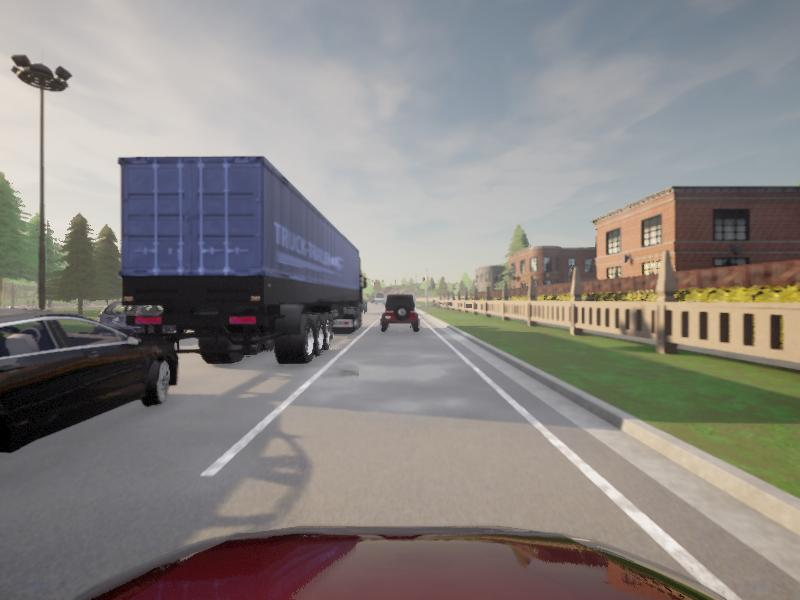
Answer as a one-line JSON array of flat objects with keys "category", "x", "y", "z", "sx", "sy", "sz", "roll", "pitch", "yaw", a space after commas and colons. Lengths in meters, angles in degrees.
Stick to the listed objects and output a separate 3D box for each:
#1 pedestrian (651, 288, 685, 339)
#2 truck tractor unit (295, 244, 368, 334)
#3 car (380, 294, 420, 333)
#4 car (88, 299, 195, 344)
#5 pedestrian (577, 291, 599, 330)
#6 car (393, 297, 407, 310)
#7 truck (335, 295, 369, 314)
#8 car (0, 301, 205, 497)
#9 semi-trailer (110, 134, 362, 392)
[{"category": "pedestrian", "x": 9.892, "y": 0.484, "z": 14.790, "sx": 0.751, "sy": 1.860, "sz": 0.751, "roll": 0, "pitch": 0, "yaw": 0}, {"category": "truck tractor unit", "x": -3.457, "y": -0.521, "z": 21.871, "sx": 3.053, "sy": 4.208, "sz": 6.516, "roll": 0, "pitch": 0, "yaw": -2}, {"category": "car", "x": -0.003, "y": 0.644, "z": 21.289, "sx": 1.905, "sy": 1.878, "sz": 3.866, "roll": 0, "pitch": 0, "yaw": 0}, {"category": "car", "x": -10.499, "y": 0.787, "z": 16.650, "sx": 1.851, "sy": 1.617, "sz": 3.988, "roll": 0, "pitch": 0, "yaw": 0}, {"category": "pedestrian", "x": 9.060, "y": 0.483, "z": 19.286, "sx": 0.751, "sy": 1.860, "sz": 0.751, "roll": 0, "pitch": 0, "yaw": 5}, {"category": "car", "x": -0.010, "y": 0.562, "z": 65.087, "sx": 2.150, "sy": 2.045, "sz": 5.566, "roll": 0, "pitch": 0, "yaw": 0}, {"category": "truck", "x": -5.660, "y": 0.538, "z": 48.205, "sx": 2.390, "sy": 2.098, "sz": 6.274, "roll": 0, "pitch": 0, "yaw": 11}, {"category": "car", "x": -4.416, "y": 0.840, "z": 4.531, "sx": 2.128, "sy": 1.511, "sz": 4.902, "roll": 2, "pitch": 1, "yaw": -2}, {"category": "semi-trailer", "x": -3.491, "y": -0.618, "z": 13.959, "sx": 2.717, "sy": 4.402, "sz": 14.254, "roll": 0, "pitch": 0, "yaw": 1}]
